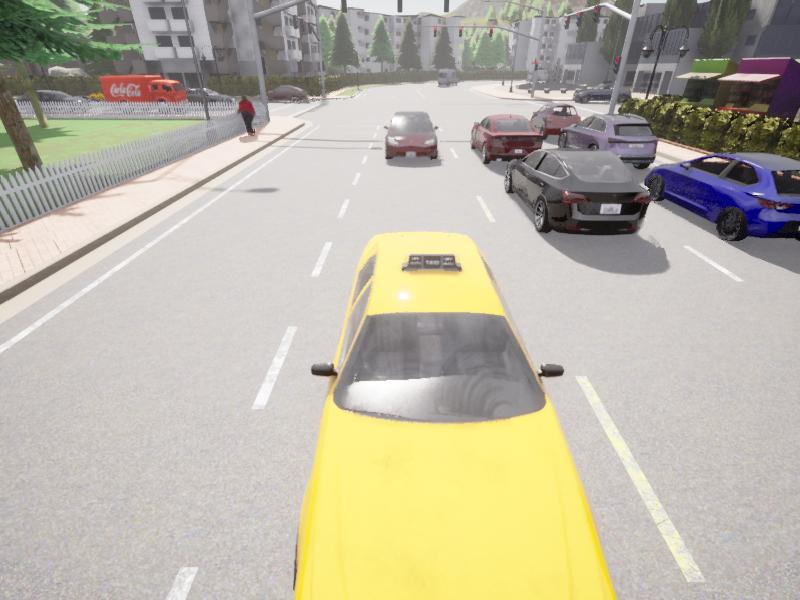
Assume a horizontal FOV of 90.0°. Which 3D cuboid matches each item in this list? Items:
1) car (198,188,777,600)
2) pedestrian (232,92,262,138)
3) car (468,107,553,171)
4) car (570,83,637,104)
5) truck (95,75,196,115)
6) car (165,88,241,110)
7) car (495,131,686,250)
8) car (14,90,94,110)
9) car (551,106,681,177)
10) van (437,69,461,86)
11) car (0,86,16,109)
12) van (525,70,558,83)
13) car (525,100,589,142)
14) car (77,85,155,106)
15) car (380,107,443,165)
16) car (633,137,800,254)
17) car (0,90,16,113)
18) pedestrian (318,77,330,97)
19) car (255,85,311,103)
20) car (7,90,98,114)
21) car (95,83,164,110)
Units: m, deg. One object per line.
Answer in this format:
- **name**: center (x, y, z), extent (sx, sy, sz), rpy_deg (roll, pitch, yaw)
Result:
- **car**: center (0.289, 0.411, 3.758), extent (1.801, 1.575, 5.366), rpy_deg (0, 30, 0)
- **pedestrian**: center (-6.974, -8.439, 18.284), extent (0.751, 1.860, 0.751), rpy_deg (2, 30, 4)
- **car**: center (3.925, -6.274, 15.235), extent (1.882, 1.535, 5.008), rpy_deg (0, 30, 0)
- **car**: center (19.046, -19.444, 37.695), extent (5.027, 1.651, 2.152), rpy_deg (2, 30, 3)
- **truck**: center (-18.583, -15.147, 29.520), extent (5.204, 2.467, 2.627), rpy_deg (1, 30, 2)
- **car**: center (-16.002, -16.453, 32.706), extent (4.902, 1.511, 2.128), rpy_deg (1, 30, 2)
- **car**: center (3.867, -2.802, 9.346), extent (2.163, 1.488, 4.792), rpy_deg (0, 30, 0)
- **car**: center (-28.545, -16.581, 33.146), extent (4.718, 1.301, 1.895), rpy_deg (1, 30, 2)
- **car**: center (7.417, -5.896, 14.496), extent (2.033, 1.649, 4.856), rpy_deg (0, 30, 1)
- **van**: center (8.796, -39.897, 71.776), extent (1.988, 2.561, 5.915), rpy_deg (15, 34, 24)
- **car**: center (-35.754, -16.848, 33.285), extent (5.027, 1.651, 2.152), rpy_deg (1, 30, 2)
- **van**: center (30.461, -48.137, 86.018), extent (6.366, 2.431, 2.351), rpy_deg (-12, 32, -19)
- **car**: center (7.578, -8.889, 19.719), extent (1.845, 1.501, 3.633), rpy_deg (2, 30, 3)
- **car**: center (-25.464, -18.415, 36.003), extent (5.366, 1.575, 1.801), rpy_deg (1, 30, 2)
- **car**: center (0.434, -6.689, 16.004), extent (2.163, 1.488, 4.792), rpy_deg (1, 30, 1)
- **car**: center (7.351, -2.536, 8.894), extent (1.816, 1.474, 4.193), rpy_deg (0, 30, 1)
- **car**: center (-32.492, -14.969, 30.192), extent (4.892, 1.490, 1.837), rpy_deg (1, 30, 2)
- **pedestrian**: center (-8.348, -23.484, 44.056), extent (0.751, 1.860, 0.751), rpy_deg (21, 36, 32)
- **car**: center (-11.234, -19.871, 38.623), extent (4.674, 1.442, 1.812), rpy_deg (1, 30, 2)
- **car**: center (-25.935, -14.854, 29.990), extent (4.892, 1.490, 1.837), rpy_deg (1, 30, 2)
- **car**: center (-22.073, -16.722, 32.794), extent (3.866, 1.878, 1.905), rpy_deg (1, 30, 2)
